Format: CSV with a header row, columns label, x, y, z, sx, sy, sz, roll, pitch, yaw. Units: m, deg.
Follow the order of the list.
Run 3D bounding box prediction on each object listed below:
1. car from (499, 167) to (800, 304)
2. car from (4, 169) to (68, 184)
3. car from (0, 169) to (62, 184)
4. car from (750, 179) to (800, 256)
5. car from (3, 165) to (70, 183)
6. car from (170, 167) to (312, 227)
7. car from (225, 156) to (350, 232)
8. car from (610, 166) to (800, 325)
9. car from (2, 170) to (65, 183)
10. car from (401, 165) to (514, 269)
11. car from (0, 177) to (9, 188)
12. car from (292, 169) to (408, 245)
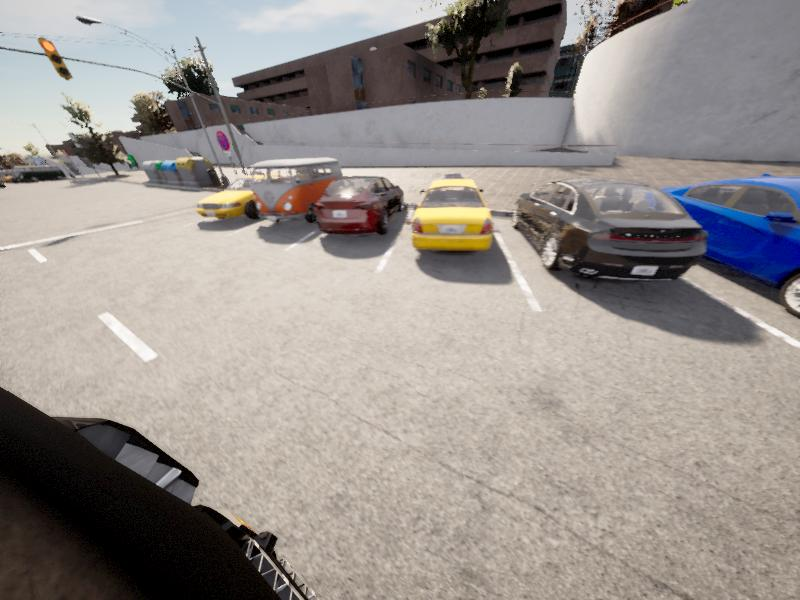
label,x,y,z,sx,sy,sz,roll,pitch,yaw
car,4.010,-1.963,5.257,2.231,1.521,4.892,4,33,10
car,-54.133,-18.548,34.562,2.002,1.452,4.674,3,33,10
car,-59.308,-19.844,37.059,1.946,1.575,5.366,3,33,10
car,9.168,-0.712,2.554,2.435,2.045,5.566,4,33,9
car,-51.585,-18.034,32.989,1.878,1.987,4.442,3,33,10
car,-6.339,-4.823,10.303,1.946,1.575,5.366,4,33,9
car,-3.754,-4.309,8.939,1.878,1.987,4.442,4,33,9
car,6.600,-1.229,3.966,2.097,1.535,5.008,4,33,9
car,-56.699,-19.229,35.902,2.002,1.452,4.674,3,33,10
car,1.463,-2.810,6.711,1.946,1.575,5.366,4,33,10
car,-42.475,-12.259,23.604,3.633,1.501,1.845,16,38,26
car,-1.145,-3.436,7.899,2.163,1.488,4.792,4,33,10
